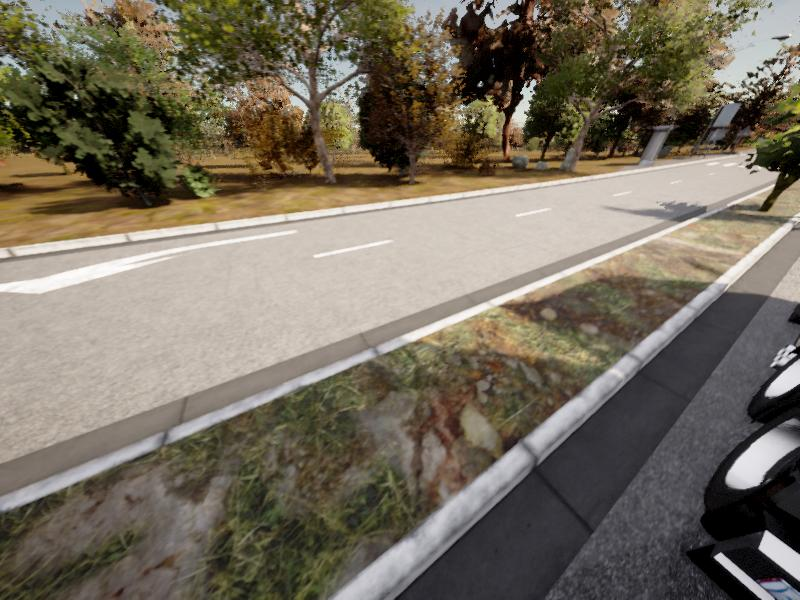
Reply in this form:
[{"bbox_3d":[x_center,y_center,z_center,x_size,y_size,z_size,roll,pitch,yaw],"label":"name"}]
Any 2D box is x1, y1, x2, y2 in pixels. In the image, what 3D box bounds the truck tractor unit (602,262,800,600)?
[{"bbox_3d":[5.110,-0.300,0.791,6.516,4.208,3.053,-18,39,-24],"label":"truck tractor unit"}]
